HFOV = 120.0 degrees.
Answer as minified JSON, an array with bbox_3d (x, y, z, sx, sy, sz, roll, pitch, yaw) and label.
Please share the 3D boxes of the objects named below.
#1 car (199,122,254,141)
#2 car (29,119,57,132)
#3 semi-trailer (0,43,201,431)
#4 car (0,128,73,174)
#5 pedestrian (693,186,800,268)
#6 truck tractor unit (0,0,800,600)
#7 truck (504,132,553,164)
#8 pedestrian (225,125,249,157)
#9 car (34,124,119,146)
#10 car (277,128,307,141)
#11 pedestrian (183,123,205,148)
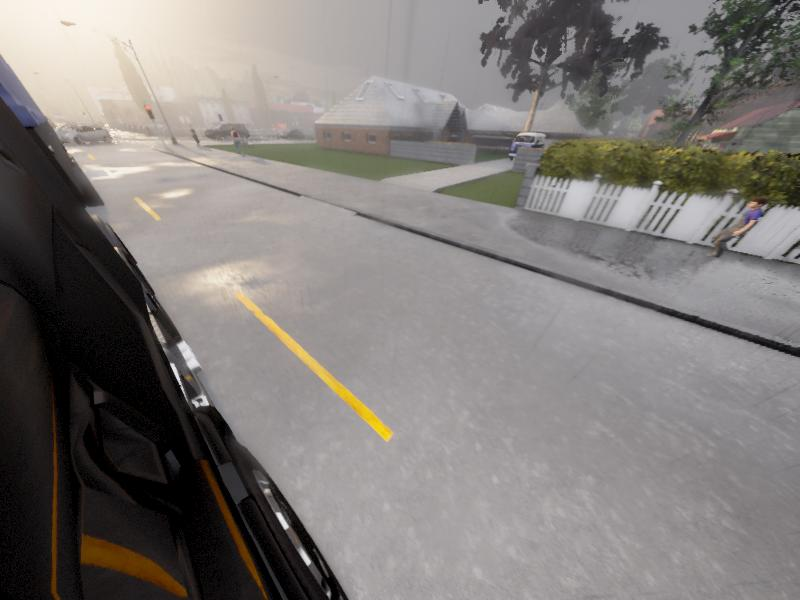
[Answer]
[{"bbox_3d":[-24.733,-24.114,33.177,2.150,2.045,5.566,28,44,30],"label":"car"},{"bbox_3d":[-61.317,-30.011,39.701,4.974,1.542,2.038,28,44,30],"label":"car"},{"bbox_3d":[-8.706,-3.571,4.262,14.254,4.402,2.717,28,44,30],"label":"semi-trailer"},{"bbox_3d":[-18.897,-7.756,11.815,5.008,1.535,1.882,28,44,30],"label":"car"},{"bbox_3d":[6.968,-1.466,4.631,0.751,1.300,0.751,28,44,30],"label":"pedestrian"},{"bbox_3d":[-2.645,-0.295,0.351,6.516,4.208,3.053,28,44,30],"label":"truck tractor unit"},{"bbox_3d":[11.186,-13.287,20.083,2.069,2.038,4.478,28,43,30],"label":"truck"},{"bbox_3d":[-11.814,-11.505,16.755,0.751,1.860,0.751,-27,45,-33],"label":"pedestrian"},{"bbox_3d":[-30.721,-15.923,22.248,2.007,1.525,4.514,-1,37,-4],"label":"car"},{"bbox_3d":[-18.381,-28.283,39.507,1.851,1.617,3.988,28,43,30],"label":"car"},{"bbox_3d":[-19.378,-15.526,21.798,0.751,1.860,0.751,28,44,30],"label":"pedestrian"}]
